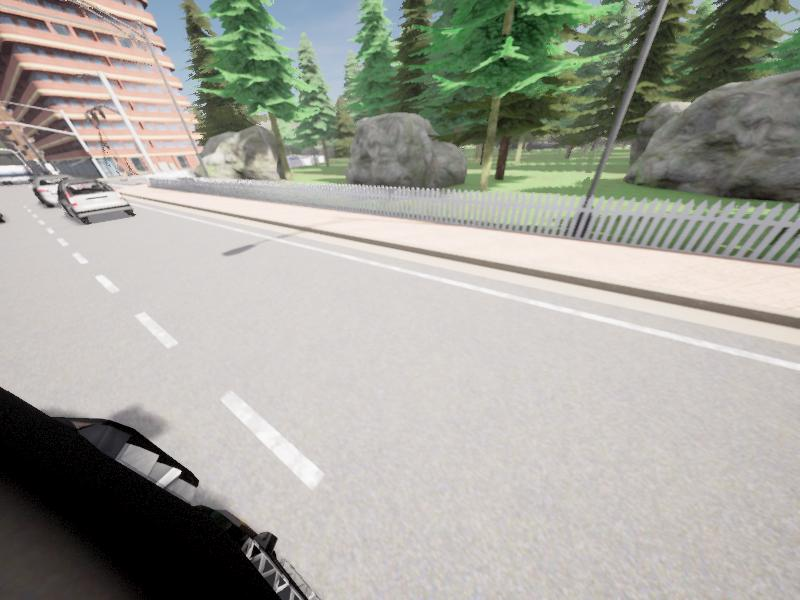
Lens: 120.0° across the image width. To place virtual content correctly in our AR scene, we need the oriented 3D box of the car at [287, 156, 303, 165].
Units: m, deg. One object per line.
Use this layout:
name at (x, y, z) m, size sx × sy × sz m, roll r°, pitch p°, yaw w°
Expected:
car at (-21.949, -29.430, 48.604) m, size 1.816 × 1.474 × 4.193 m, roll -5°, pitch 34°, yaw -4°

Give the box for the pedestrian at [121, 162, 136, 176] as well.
pedestrian at (-43.264, -20.960, 36.841) m, size 0.751 × 1.860 × 0.751 m, roll -29°, pitch 42°, yaw -34°

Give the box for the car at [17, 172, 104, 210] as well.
car at (-21.747, -7.096, 14.805) m, size 4.611 × 1.667 × 2.242 m, roll 18°, pitch 39°, yaw 28°

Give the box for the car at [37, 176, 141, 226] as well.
car at (-14.439, -4.737, 10.748) m, size 3.988 × 1.617 × 1.851 m, roll 18°, pitch 39°, yaw 28°

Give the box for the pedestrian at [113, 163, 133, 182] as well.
pedestrian at (-33.347, -15.366, 27.850) m, size 0.751 × 1.860 × 0.751 m, roll 24°, pitch 42°, yaw 34°

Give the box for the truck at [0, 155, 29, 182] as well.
truck at (-73.345, -24.333, 42.777) m, size 8.468 × 3.827 × 2.891 m, roll 18°, pitch 39°, yaw 28°

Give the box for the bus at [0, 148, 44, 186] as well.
bus at (-58.470, -19.708, 34.280) m, size 10.273 × 4.253 × 3.944 m, roll 18°, pitch 39°, yaw 28°

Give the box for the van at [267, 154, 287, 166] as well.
van at (-25.347, -28.990, 47.734) m, size 1.775 × 1.987 × 4.442 m, roll -5°, pitch 34°, yaw -3°

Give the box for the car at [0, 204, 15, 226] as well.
car at (-20.136, -4.212, 10.474) m, size 4.902 × 1.511 × 2.128 m, roll 18°, pitch 39°, yaw 28°
